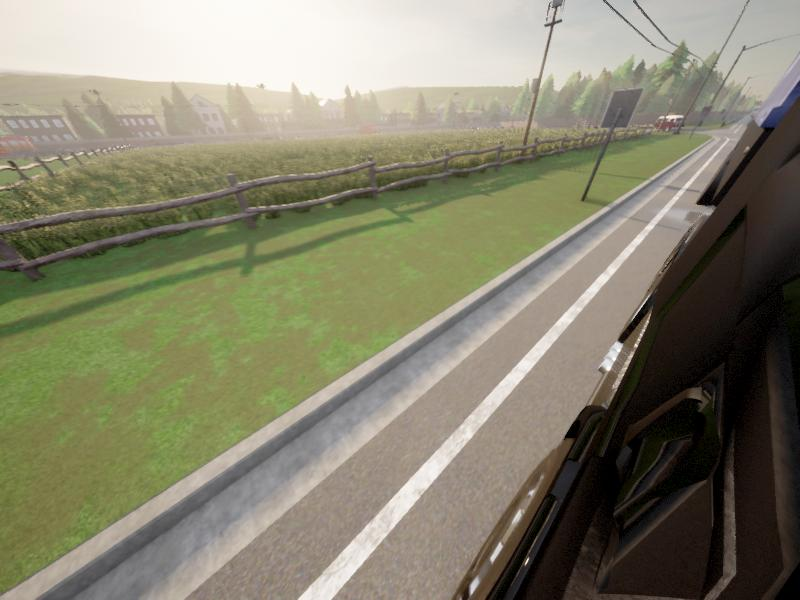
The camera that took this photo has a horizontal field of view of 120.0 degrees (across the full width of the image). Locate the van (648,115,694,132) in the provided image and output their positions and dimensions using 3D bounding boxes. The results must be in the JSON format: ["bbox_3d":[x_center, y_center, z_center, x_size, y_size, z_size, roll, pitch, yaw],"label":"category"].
[{"bbox_3d":[43.429,-28.406,37.269,2.069,2.038,4.480,1,37,5],"label":"van"}]

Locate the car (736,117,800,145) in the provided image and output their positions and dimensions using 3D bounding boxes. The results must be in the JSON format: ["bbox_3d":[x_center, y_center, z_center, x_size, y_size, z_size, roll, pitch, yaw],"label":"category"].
[{"bbox_3d":[30.806,-14.248,19.464,5.027,1.651,2.152,-28,44,-30],"label":"car"}]

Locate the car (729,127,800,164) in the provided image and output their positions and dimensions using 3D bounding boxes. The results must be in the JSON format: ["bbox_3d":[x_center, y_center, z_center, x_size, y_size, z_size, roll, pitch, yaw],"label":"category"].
[{"bbox_3d":[20.516,-8.667,12.840,4.181,1.385,1.994,-28,44,-30],"label":"car"}]

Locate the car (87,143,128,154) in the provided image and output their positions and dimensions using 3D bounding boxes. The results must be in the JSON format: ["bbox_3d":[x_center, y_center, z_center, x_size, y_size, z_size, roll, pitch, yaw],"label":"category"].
[{"bbox_3d":[-64.539,-33.652,51.110,5.238,1.638,1.930,-28,44,-30],"label":"car"}]

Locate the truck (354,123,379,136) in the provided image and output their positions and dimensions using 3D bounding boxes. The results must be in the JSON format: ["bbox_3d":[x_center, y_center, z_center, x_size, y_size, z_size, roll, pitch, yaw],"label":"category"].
[{"bbox_3d":[-12.580,-64.755,87.703,8.468,3.827,2.891,-28,44,-30],"label":"truck"}]

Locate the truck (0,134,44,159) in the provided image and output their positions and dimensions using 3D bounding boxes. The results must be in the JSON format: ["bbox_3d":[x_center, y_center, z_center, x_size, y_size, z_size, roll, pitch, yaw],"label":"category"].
[{"bbox_3d":[-81.257,-31.176,46.978,8.468,3.827,2.891,-28,44,-30],"label":"truck"}]

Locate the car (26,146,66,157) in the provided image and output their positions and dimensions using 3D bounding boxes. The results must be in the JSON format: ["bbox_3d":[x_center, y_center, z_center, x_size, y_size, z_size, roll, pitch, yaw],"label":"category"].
[{"bbox_3d":[-74.186,-31.217,48.567,4.193,1.474,1.816,-28,44,-30],"label":"car"}]

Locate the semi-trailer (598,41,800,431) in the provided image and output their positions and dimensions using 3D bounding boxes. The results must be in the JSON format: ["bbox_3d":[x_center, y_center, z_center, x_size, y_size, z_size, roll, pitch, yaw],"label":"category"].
[{"bbox_3d":[8.695,-3.602,4.240,14.254,4.402,2.717,-28,44,-30],"label":"semi-trailer"}]

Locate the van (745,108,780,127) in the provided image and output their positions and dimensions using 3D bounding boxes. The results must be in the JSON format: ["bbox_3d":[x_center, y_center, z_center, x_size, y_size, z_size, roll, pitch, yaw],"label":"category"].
[{"bbox_3d":[64.038,-32.304,40.913,6.366,2.431,2.351,-28,44,-30],"label":"van"}]

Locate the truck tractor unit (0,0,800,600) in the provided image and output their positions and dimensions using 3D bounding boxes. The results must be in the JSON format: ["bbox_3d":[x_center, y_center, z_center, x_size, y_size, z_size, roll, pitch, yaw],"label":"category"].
[{"bbox_3d":[2.645,-0.295,0.352,6.516,4.208,3.053,-28,44,-30],"label":"truck tractor unit"}]

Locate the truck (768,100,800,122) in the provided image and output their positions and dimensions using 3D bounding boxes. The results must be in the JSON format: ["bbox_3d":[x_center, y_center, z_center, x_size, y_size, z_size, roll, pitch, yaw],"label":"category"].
[{"bbox_3d":[92.405,-45.272,55.358,8.468,3.827,2.891,-28,44,-30],"label":"truck"}]

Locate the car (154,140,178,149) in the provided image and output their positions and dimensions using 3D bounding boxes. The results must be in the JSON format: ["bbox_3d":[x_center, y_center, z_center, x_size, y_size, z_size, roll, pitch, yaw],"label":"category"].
[{"bbox_3d":[-59.041,-39.246,58.344,3.988,1.617,1.851,-28,44,-30],"label":"car"}]
